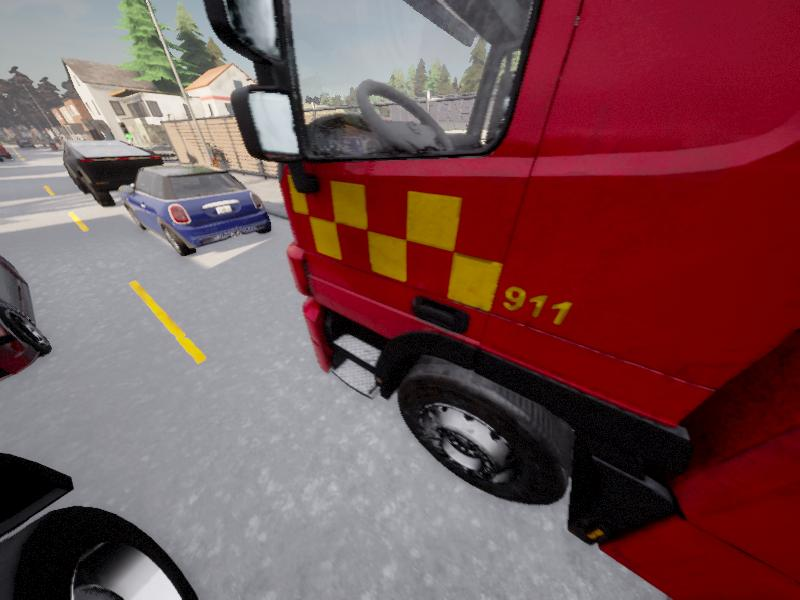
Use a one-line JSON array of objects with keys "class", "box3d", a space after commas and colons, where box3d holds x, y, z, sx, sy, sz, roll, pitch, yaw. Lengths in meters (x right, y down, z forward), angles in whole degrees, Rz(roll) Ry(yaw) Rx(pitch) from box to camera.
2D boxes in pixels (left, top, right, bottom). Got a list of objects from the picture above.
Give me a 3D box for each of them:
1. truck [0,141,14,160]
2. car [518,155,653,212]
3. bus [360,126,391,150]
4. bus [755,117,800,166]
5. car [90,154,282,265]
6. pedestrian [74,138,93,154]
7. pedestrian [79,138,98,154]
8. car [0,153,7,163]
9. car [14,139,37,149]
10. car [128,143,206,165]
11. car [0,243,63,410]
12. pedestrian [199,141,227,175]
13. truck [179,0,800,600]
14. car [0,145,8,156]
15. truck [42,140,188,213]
[{"class": "truck", "box3d": [-48.517, -18.449, 26.431, 8.468, 3.827, 2.891, 22, 41, 28]}, {"class": "car", "box3d": [7.197, -4.857, 9.393, 3.705, 1.547, 1.789, 22, 41, 28]}, {"class": "bus", "box3d": [-5.864, -38.041, 54.142, 3.944, 4.253, 10.273, -14, 38, -17]}, {"class": "bus", "box3d": [47.010, -17.309, 25.097, 10.273, 4.253, 3.944, -7, 34, -9]}, {"class": "car", "box3d": [-5.680, -2.731, 6.193, 4.553, 1.767, 2.097, 23, 41, 28]}, {"class": "pedestrian", "box3d": [-45.367, -22.123, 33.148, 0.751, 1.860, 0.751, 19, 39, 25]}, {"class": "pedestrian", "box3d": [-43.192, -21.362, 32.070, 0.751, 1.860, 0.751, 22, 41, 28]}, {"class": "car", "box3d": [-41.772, -14.740, 23.185, 3.705, 1.549, 1.789, 22, 41, 28]}, {"class": "car", "box3d": [-80.545, -33.590, 49.679, 4.974, 1.542, 2.038, 22, 41, 28]}, {"class": "car", "box3d": [-23.729, -15.142, 23.811, 1.930, 1.638, 5.238, 25, 42, 31]}, {"class": "car", "box3d": [-6.084, 0.133, 2.519, 4.181, 1.385, 1.994, 22, 40, 28]}, {"class": "pedestrian", "box3d": [-12.414, -9.411, 15.346, 0.751, 1.860, 0.751, -25, 43, -32]}, {"class": "truck", "box3d": [3.328, 0.071, 0.518, 8.468, 3.827, 2.891, 22, 40, 28]}, {"class": "car", "box3d": [-55.449, -20.360, 31.126, 4.792, 1.488, 2.163, 22, 41, 28]}, {"class": "truck", "box3d": [-12.258, -5.571, 9.913, 6.274, 2.098, 2.390, 23, 41, 28]}]
